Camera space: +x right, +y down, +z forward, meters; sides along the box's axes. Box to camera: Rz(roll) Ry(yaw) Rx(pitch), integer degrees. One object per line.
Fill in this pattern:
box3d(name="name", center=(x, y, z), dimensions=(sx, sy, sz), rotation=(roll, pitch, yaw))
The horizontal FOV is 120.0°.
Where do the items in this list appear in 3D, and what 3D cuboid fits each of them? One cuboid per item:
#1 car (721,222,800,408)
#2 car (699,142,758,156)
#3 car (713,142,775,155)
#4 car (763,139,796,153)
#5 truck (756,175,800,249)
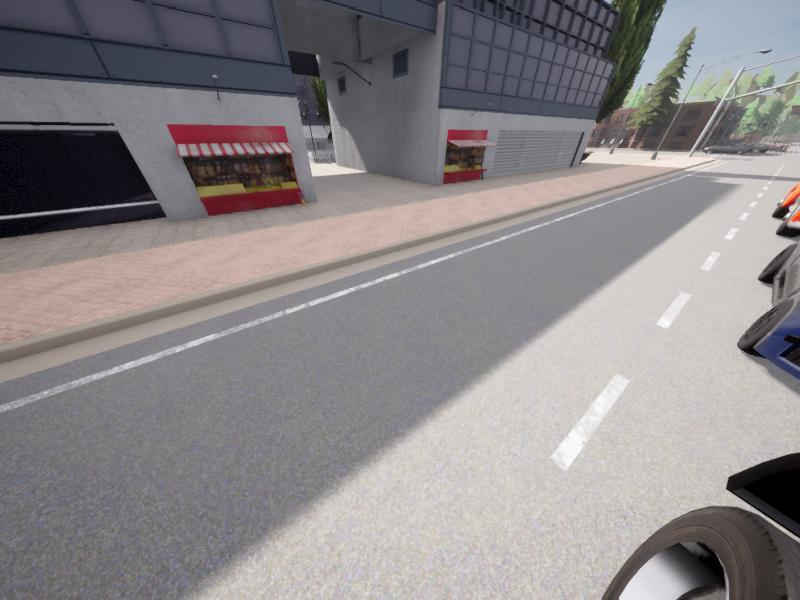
box3d(name="car", center=(6.270, -0.085, 2.553), dimensions=(4.611, 1.667, 2.242), rotation=(-22, 41, -28))
box3d(name="car", center=(46.647, -21.532, 32.898), dimensions=(2.007, 1.525, 4.514), rotation=(-22, 41, -28))
box3d(name="car", center=(50.143, -22.203, 33.807), dimensions=(2.163, 1.488, 4.792), rotation=(-22, 41, -28))
box3d(name="car", center=(61.968, -25.204, 37.715), dimensions=(4.553, 1.767, 2.097), rotation=(-22, 41, -28))
box3d(name="truck", center=(12.235, -2.831, 5.705), dimensions=(5.204, 2.467, 2.627), rotation=(-22, 41, -28))
